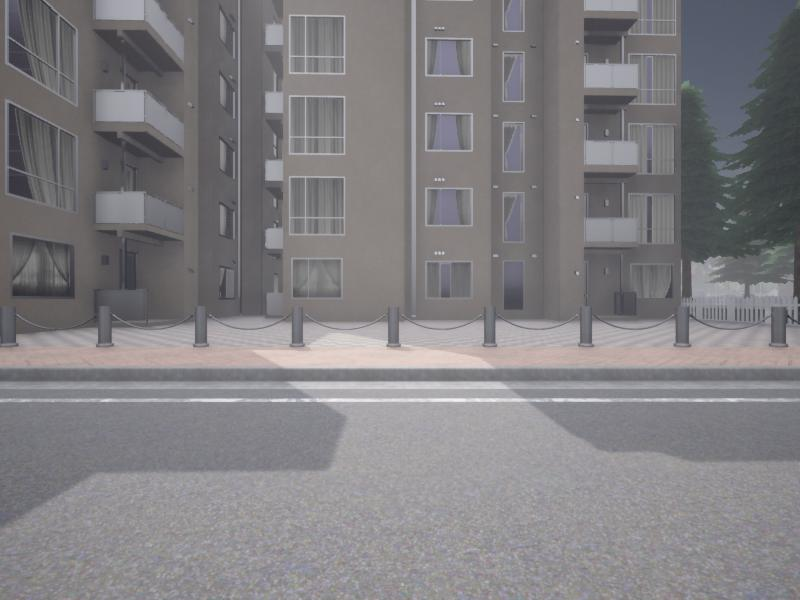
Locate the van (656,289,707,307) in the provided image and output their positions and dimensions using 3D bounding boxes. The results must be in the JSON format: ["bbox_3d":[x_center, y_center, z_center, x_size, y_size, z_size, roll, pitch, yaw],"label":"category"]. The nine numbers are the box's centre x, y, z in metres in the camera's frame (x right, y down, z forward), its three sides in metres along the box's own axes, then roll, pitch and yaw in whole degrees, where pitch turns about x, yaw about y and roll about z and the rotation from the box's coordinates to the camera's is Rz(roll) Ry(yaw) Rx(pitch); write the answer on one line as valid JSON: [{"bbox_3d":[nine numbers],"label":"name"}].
[{"bbox_3d":[40.251,-0.278,57.331,5.915,2.561,1.988,0,0,-1],"label":"van"}]

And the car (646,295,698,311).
[{"bbox_3d":[27.377,0.260,40.472,1.837,1.490,4.892,0,0,-2],"label":"car"}]
